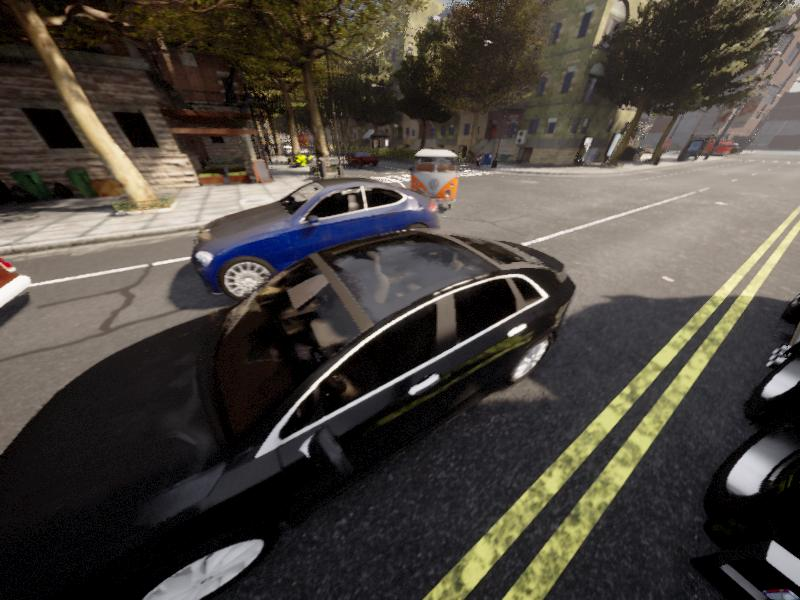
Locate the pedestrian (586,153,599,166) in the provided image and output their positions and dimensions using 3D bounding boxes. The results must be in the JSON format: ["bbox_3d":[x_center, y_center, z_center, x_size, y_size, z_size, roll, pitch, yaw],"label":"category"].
[{"bbox_3d":[19.775,-14.484,23.759,0.500,1.100,0.500,-19,39,-26],"label":"pedestrian"}]

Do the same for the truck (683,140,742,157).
[{"bbox_3d":[56.486,-27.595,41.993,2.627,2.467,5.204,-7,35,-10],"label":"truck"}]

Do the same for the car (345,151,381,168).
[{"bbox_3d":[-3.974,-14.795,24.210,1.895,1.301,4.718,-19,39,-25],"label":"car"}]

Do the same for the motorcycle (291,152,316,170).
[{"bbox_3d":[-8.703,-12.703,21.015,0.803,1.145,2.033,26,41,17],"label":"motorcycle"}]

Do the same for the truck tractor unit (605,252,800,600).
[{"bbox_3d":[5.087,-0.325,0.815,6.516,4.208,3.053,-19,39,-25],"label":"truck tractor unit"}]

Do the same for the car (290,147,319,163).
[{"bbox_3d":[-12.248,-18.588,29.492,2.231,1.521,4.892,-19,39,-25],"label":"car"}]

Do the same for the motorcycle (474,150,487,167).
[{"bbox_3d":[8.117,-14.219,23.230,0.764,1.277,2.356,9,34,29],"label":"motorcycle"}]

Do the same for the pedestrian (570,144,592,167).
[{"bbox_3d":[17.699,-14.179,22.638,0.751,1.860,0.751,-6,35,-9],"label":"pedestrian"}]

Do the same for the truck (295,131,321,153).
[{"bbox_3d":[-20.907,-35.771,52.165,2.891,3.827,8.468,-19,39,-25],"label":"truck"}]

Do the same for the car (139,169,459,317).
[{"bbox_3d":[-1.460,-1.672,5.000,5.027,1.651,2.152,-19,39,-25],"label":"car"}]

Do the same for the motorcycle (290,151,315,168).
[{"bbox_3d":[-9.170,-13.279,21.772,0.856,1.236,1.805,18,38,23],"label":"motorcycle"}]

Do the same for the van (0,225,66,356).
[{"bbox_3d":[-7.400,0.193,1.907,4.480,2.038,2.069,-19,39,-25],"label":"van"}]

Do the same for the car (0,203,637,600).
[{"bbox_3d":[-0.238,0.291,2.287,4.892,1.490,1.837,-19,39,-25],"label":"car"}]

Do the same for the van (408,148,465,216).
[{"bbox_3d":[1.456,-5.187,9.769,1.775,1.987,4.442,4,35,6],"label":"van"}]
